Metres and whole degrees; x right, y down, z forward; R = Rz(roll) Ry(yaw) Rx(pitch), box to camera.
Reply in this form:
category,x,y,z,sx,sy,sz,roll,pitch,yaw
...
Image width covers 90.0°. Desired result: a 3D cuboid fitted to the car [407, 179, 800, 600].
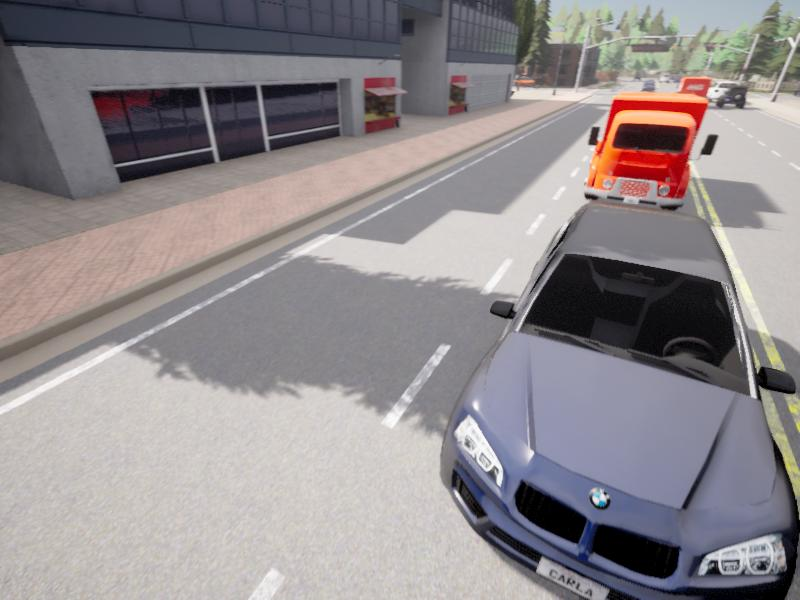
category,x,y,z,sx,sy,sz,roll,pitch,yaw
car,2.146,0.285,3.938,2.242,1.667,4.611,16,34,24

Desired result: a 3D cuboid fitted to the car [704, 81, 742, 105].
category,x,y,z,sx,sy,sz,roll,pitch,yaw
car,35.127,-22.698,43.661,2.150,2.045,5.566,16,34,24

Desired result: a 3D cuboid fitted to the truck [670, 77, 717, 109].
category,x,y,z,sx,sy,sz,roll,pitch,yaw
truck,27.681,-19.745,38.018,2.627,2.467,5.204,16,33,24

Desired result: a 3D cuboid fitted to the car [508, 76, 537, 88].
category,x,y,z,sx,sy,sz,roll,pitch,yaw
car,21.950,-39.112,71.761,4.553,1.767,2.097,9,31,13

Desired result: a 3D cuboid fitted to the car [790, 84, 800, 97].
category,x,y,z,sx,sy,sz,roll,pitch,yaw
car,56.942,-29.015,55.423,3.633,1.501,1.845,16,34,24

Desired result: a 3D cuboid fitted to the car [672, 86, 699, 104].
category,x,y,z,sx,sy,sz,roll,pitch,yaw
car,30.789,-22.192,43.210,1.845,1.501,3.633,16,34,24

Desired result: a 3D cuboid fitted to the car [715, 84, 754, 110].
category,x,y,z,sx,sy,sz,roll,pitch,yaw
car,31.190,-19.028,37.438,1.905,1.878,3.866,16,34,24

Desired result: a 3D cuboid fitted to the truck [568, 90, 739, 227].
category,x,y,z,sx,sy,sz,roll,pitch,yaw
truck,6.625,-4.165,10.868,2.627,2.467,5.204,16,34,24
